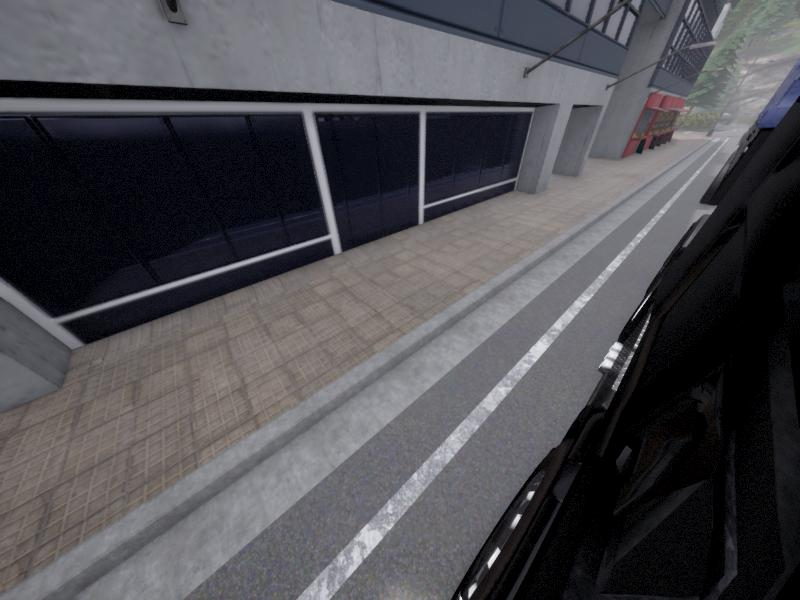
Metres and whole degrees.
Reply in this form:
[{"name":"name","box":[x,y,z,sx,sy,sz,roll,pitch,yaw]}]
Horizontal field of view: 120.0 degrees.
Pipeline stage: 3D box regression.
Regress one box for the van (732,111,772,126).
[{"name":"van","box":[63.455,-32.796,41.786,1.775,1.987,4.442,14,40,21]}]

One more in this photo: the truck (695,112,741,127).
[{"name":"truck","box":[61.242,-34.982,44.750,2.390,2.098,6.274,12,39,19]}]

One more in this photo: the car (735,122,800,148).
[{"name":"car","box":[27.469,-12.450,17.397,4.181,1.385,1.994,-28,44,-30]}]

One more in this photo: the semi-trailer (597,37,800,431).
[{"name":"semi-trailer","box":[8.720,-3.593,4.203,14.254,4.402,2.717,-28,44,-29]}]

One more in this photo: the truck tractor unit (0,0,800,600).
[{"name":"truck tractor unit","box":[2.645,-0.295,0.351,6.516,4.208,3.053,-28,44,-30]}]
